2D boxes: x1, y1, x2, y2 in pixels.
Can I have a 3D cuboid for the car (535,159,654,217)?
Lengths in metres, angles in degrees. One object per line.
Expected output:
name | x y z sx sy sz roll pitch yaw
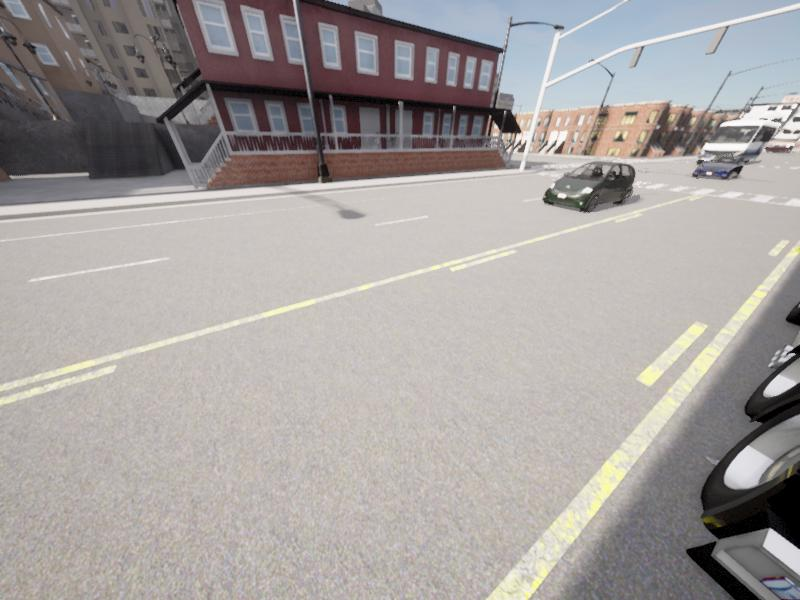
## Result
car | 7.909 -4.735 9.498 3.988 1.617 1.851 -18 39 -24

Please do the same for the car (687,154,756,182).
car | 23.720 -9.797 17.068 4.193 1.474 1.816 -18 39 -24

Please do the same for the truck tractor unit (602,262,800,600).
truck tractor unit | 5.131 -0.275 0.802 6.516 4.208 3.053 -17 39 -25

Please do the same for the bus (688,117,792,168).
bus | 40.002 -18.432 27.236 10.273 4.253 3.944 -18 39 -25
